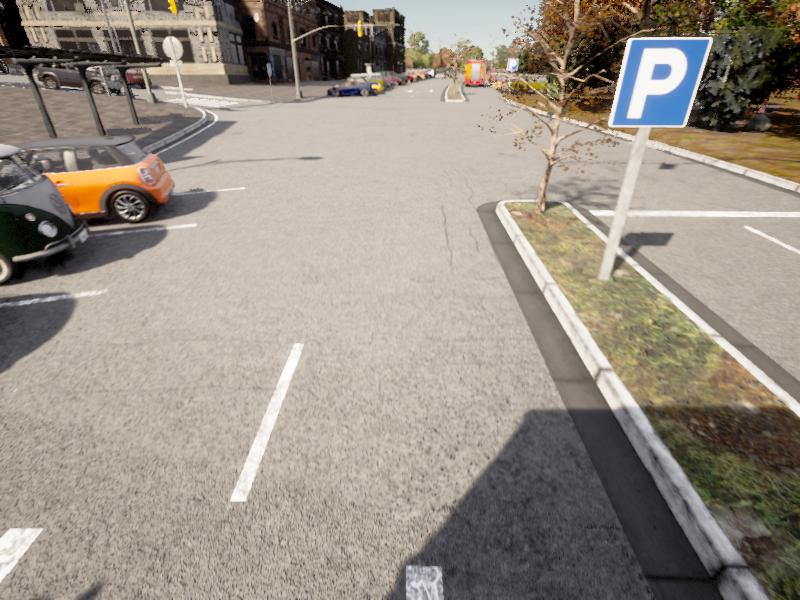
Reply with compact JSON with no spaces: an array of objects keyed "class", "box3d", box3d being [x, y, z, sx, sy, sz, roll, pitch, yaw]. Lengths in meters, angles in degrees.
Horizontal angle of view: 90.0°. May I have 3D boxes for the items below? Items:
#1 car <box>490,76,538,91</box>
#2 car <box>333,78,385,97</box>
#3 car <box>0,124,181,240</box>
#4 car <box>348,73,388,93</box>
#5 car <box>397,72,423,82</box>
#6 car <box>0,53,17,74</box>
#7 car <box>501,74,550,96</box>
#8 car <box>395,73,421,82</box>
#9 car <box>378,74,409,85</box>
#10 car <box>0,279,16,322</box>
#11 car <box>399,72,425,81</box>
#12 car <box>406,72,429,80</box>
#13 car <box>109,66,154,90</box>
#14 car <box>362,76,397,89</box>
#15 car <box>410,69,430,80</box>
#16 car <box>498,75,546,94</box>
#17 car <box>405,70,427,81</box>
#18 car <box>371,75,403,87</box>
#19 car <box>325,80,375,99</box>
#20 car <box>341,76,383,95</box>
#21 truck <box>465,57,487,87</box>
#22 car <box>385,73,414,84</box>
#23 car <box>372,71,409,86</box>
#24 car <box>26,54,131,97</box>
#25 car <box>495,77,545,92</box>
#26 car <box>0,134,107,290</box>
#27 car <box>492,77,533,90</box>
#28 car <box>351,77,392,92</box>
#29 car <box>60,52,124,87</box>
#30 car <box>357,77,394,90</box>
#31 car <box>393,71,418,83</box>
[{"class":"car","box3d":[14.519,-27.596,51.018,5.366,1.575,1.946,-6,31,-11]},{"class":"car","box3d":[-4.535,-23.365,43.926,5.366,1.575,1.946,-8,31,-12]},{"class":"car","box3d":[-7.703,-2.657,8.803,4.553,1.767,2.185,-10,32,-16]},{"class":"car","box3d":[-3.926,-26.586,48.978,4.442,1.987,1.878,-8,31,-11]},{"class":"car","box3d":[2.117,-46.007,82.509,5.008,1.535,2.097,-6,30,-7]},{"class":"car","box3d":[-34.033,-19.395,32.613,2.231,1.521,4.892,-5,30,-19]},{"class":"car","box3d":[13.544,-23.325,43.313,4.442,1.987,1.878,-6,31,-12]},{"class":"car","box3d":[1.565,-44.503,79.951,4.892,1.521,2.231,-6,31,-7]},{"class":"car","box3d":[-1.092,-36.975,67.128,5.008,1.535,2.097,-7,30,-9]},{"class":"car","box3d":[-7.845,0.268,3.547,5.566,2.045,2.435,-11,31,-16]},{"class":"car","box3d":[2.529,-47.486,85.027,5.366,1.575,1.946,-5,31,-7]},{"class":"car","box3d":[3.877,-50.467,90.158,4.792,1.488,2.163,-5,31,-7]},{"class":"car","box3d":[-22.001,-18.317,33.000,2.002,1.452,4.674,-5,30,-19]},{"class":"car","box3d":[-2.879,-30.890,56.841,4.674,1.452,2.002,-7,30,-10]},{"class":"car","box3d":[4.620,-52.200,92.596,4.442,1.987,1.878,-5,30,-7]},{"class":"car","box3d":[13.952,-24.741,45.922,4.553,1.767,2.185,-6,31,-12]},{"class":"car","box3d":[3.416,-49.208,87.507,4.442,1.987,1.878,-5,30,-7]},{"class":"car","box3d":[-2.014,-33.915,61.993,4.674,1.452,2.002,-7,31,-10]},{"class":"car","box3d":[-5.205,-21.816,41.372,4.792,1.488,2.163,-8,31,-12]},{"class":"car","box3d":[-4.417,-24.961,46.412,4.553,1.767,2.185,-8,31,-11]},{"class":"truck","box3d":[11.669,-35.292,61.888,2.891,3.827,8.468,4,31,8]},{"class":"car","box3d":[-0.077,-39.989,72.261,5.008,1.535,2.097,-6,31,-8]},{"class":"car","box3d":[-1.538,-35.686,64.435,5.566,2.045,2.435,-7,30,-9]},{"class":"car","box3d":[-20.169,-14.162,25.299,4.605,1.855,1.932,6,29,-2]},{"class":"car","box3d":[14.513,-26.148,48.562,5.366,1.575,1.946,-6,31,-11]},{"class":"car","box3d":[-7.703,-1.242,6.180,4.442,1.987,1.878,-11,31,-16]},{"class":"car","box3d":[15.077,-29.069,53.613,4.674,1.452,2.002,-6,31,-11]},{"class":"car","box3d":[-3.673,-27.891,51.655,4.892,1.521,2.231,-8,31,-11]},{"class":"car","box3d":[-24.995,-18.845,32.789,2.435,2.045,5.566,-5,30,-19]},{"class":"car","box3d":[-3.276,-29.372,54.254,4.674,1.452,2.002,-7,31,-11]},{"class":"car","box3d":[1.014,-43.109,77.326,4.553,1.767,2.185,-6,31,-8]}]
